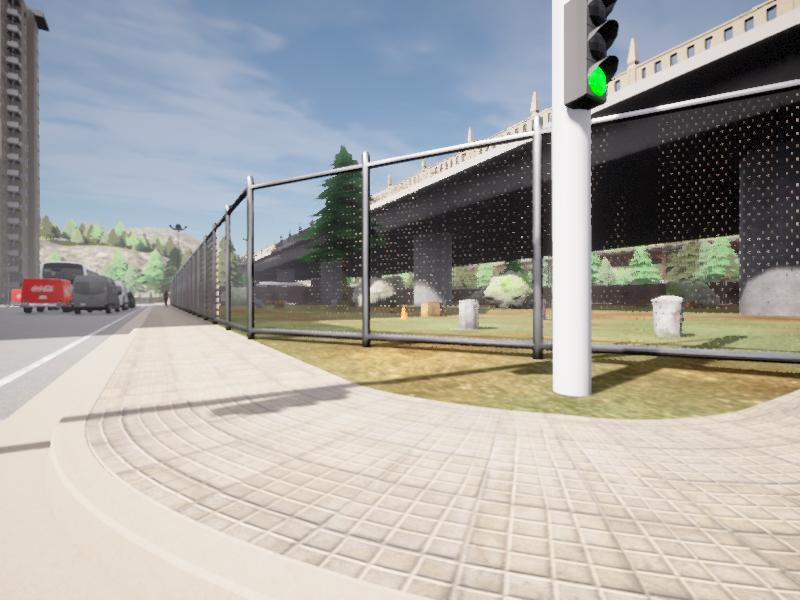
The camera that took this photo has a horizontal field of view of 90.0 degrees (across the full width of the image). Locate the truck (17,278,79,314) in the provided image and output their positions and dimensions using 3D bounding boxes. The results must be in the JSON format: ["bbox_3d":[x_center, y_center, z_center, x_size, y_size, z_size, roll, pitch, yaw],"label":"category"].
[{"bbox_3d":[-26.253,-0.291,30.113,2.627,2.467,5.204,0,0,-31],"label":"truck"}]

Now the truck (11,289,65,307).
[{"bbox_3d":[-50.600,-0.241,56.065,5.204,2.467,2.627,0,0,-31],"label":"truck"}]

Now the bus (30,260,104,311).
[{"bbox_3d":[-31.342,-1.187,38.242,3.944,4.253,10.273,0,0,-31],"label":"bus"}]

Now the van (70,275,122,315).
[{"bbox_3d":[-21.501,-0.329,28.524,1.988,2.561,5.915,0,0,-28],"label":"van"}]

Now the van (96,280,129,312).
[{"bbox_3d":[-25.621,-0.336,35.818,1.988,2.561,5.915,0,0,-31],"label":"van"}]
